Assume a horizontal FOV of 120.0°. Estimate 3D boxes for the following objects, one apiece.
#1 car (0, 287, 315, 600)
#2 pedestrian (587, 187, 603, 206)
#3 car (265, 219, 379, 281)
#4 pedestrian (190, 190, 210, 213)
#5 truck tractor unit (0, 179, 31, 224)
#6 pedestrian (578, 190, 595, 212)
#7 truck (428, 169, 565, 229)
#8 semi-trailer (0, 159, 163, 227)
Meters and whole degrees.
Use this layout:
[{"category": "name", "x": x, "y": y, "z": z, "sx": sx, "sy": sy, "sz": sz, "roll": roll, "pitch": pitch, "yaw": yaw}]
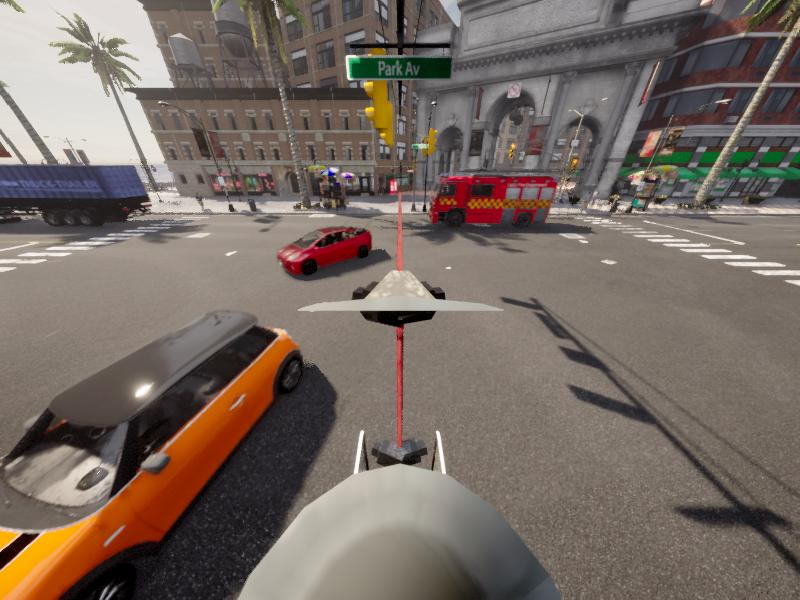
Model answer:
[{"category": "car", "x": -3.515, "y": 1.721, "z": 3.233, "sx": 2.097, "sy": 1.767, "sz": 4.553, "roll": 7, "pitch": 31, "yaw": 11}, {"category": "pedestrian", "x": 21.681, "y": -11.483, "z": 25.681, "sx": 0.751, "sy": 1.860, "sz": 0.751, "roll": 24, "pitch": 38, "yaw": 36}, {"category": "car", "x": -3.416, "y": -2.561, "z": 10.914, "sx": 4.514, "sy": 1.525, "sz": 2.007, "roll": -27, "pitch": 39, "yaw": -38}, {"category": "pedestrian", "x": -19.193, "y": -9.479, "z": 22.209, "sx": 0.751, "sy": 1.860, "sz": 0.751, "roll": 22, "pitch": 37, "yaw": 33}, {"category": "truck tractor unit", "x": -35.417, "y": -8.087, "z": 17.782, "sx": 6.516, "sy": 4.208, "sz": 3.053, "roll": 1, "pitch": 30, "yaw": 0}, {"category": "pedestrian", "x": 18.049, "y": -9.579, "z": 22.383, "sx": 0.751, "sy": 1.860, "sz": 0.751, "roll": 18, "pitch": 35, "yaw": 28}, {"category": "truck", "x": 6.644, "y": -7.677, "z": 17.476, "sx": 8.468, "sy": 3.827, "sz": 2.891, "roll": 0, "pitch": 30, "yaw": 1}, {"category": "semi-trailer", "x": -27.503, "y": -8.124, "z": 17.657, "sx": 14.254, "sy": 4.402, "sz": 2.717, "roll": 0, "pitch": 30, "yaw": 1}]
